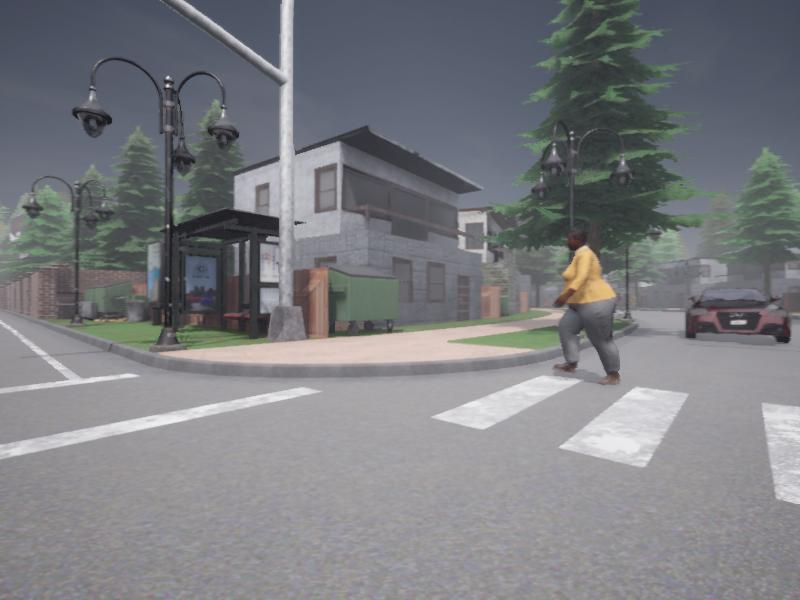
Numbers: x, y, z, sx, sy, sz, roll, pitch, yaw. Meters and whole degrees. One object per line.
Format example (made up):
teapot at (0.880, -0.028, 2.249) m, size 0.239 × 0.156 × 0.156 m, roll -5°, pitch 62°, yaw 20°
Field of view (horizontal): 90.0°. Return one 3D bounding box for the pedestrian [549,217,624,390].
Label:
pedestrian at (2.199, 0.043, 4.790) m, size 0.751 × 1.860 × 0.751 m, roll 0°, pitch 0°, yaw 22°

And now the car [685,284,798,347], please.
car at (9.096, 0.348, 11.027) m, size 1.994 × 1.385 × 4.181 m, roll 0°, pitch 0°, yaw 35°
